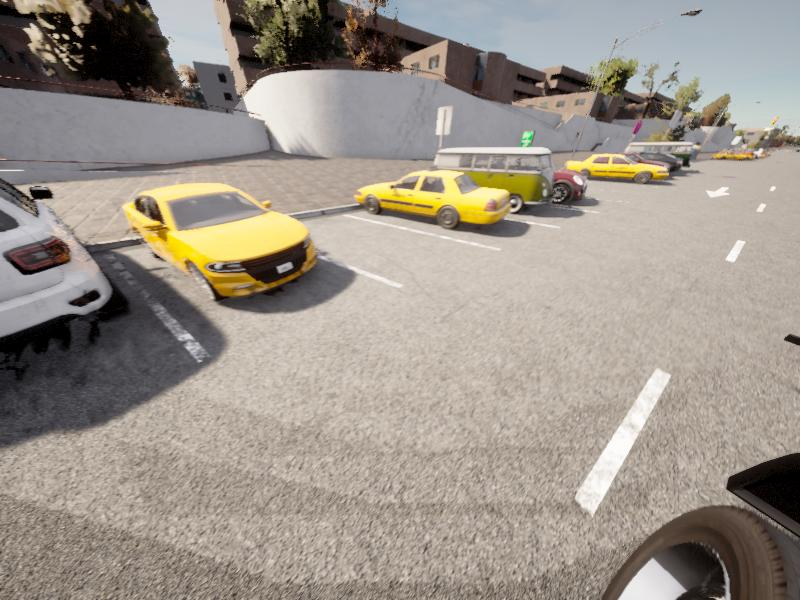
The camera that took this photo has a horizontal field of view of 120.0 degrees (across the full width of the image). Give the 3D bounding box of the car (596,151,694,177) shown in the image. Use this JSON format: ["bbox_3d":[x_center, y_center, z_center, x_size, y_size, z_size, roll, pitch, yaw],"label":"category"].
[{"bbox_3d":[18.020,-10.342,17.416,4.674,1.452,2.002,21,40,29],"label":"car"}]

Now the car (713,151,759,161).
[{"bbox_3d":[68.138,-29.350,46.978,4.792,1.488,2.163,22,39,28],"label":"car"}]

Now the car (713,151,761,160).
[{"bbox_3d":[70.453,-30.353,48.475,5.366,1.575,1.946,22,39,28],"label":"car"}]

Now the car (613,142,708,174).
[{"bbox_3d":[20.556,-11.509,18.614,4.442,1.987,1.878,21,40,29],"label":"car"}]

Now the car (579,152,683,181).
[{"bbox_3d":[15.580,-9.366,16.025,4.674,1.452,2.002,21,40,29],"label":"car"}]

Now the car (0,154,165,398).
[{"bbox_3d":[-6.405,-0.775,3.289,5.566,2.045,2.435,21,40,29],"label":"car"}]

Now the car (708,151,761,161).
[{"bbox_3d":[63.432,-27.461,43.984,5.366,1.575,1.946,22,39,28],"label":"car"}]

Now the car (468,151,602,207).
[{"bbox_3d":[5.795,-5.588,10.352,4.553,1.767,2.185,21,40,29],"label":"car"}]

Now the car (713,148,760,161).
[{"bbox_3d":[65.821,-28.593,45.332,4.442,1.987,1.878,22,39,28],"label":"car"}]

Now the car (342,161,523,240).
[{"bbox_3d":[0.786,-3.571,7.693,5.366,1.575,1.946,21,40,29],"label":"car"}]

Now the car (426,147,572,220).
[{"bbox_3d":[3.476,-4.644,8.828,4.442,1.987,1.878,21,40,28],"label":"car"}]

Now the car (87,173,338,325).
[{"bbox_3d":[-3.941,-1.550,4.819,5.008,1.535,2.097,21,40,29],"label":"car"}]

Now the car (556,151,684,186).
[{"bbox_3d":[13.294,-8.361,14.513,5.366,1.575,1.946,21,40,29],"label":"car"}]
